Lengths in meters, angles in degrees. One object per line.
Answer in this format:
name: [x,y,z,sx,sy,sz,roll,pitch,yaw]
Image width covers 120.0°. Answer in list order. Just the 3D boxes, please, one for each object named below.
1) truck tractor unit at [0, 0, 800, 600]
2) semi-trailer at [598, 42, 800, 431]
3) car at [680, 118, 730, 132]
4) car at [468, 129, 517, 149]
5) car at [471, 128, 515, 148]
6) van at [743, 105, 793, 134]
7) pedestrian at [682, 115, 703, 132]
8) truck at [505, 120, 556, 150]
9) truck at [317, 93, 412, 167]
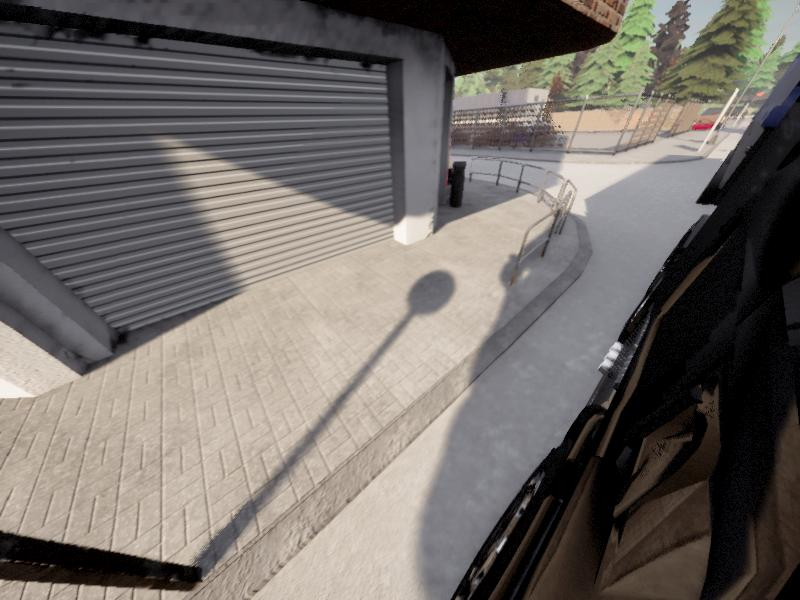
truck tractor unit: [2.645,-0.295,0.352,6.516,4.208,3.053,-28,44,-30]
semi-trailer: [8.695,-3.603,4.236,14.254,4.402,2.717,-28,44,-30]
car: [44.708,-25.740,34.001,1.816,1.474,4.193,-30,45,-32]
car: [9.833,-17.071,24.461,5.357,1.415,2.033,-28,44,-30]
car: [9.806,-17.294,24.639,1.789,1.547,3.705,-28,44,-30]
van: [43.698,-21.532,27.581,5.915,2.561,1.988,-28,44,-30]
pedestrian: [40.656,-24.554,32.114,0.751,1.860,0.751,6,38,11]
truck: [12.241,-15.502,21.714,4.478,2.038,2.069,-28,44,-30]
truck: [-2.984,-13.273,18.262,2.891,3.827,8.468,-28,44,-30]
